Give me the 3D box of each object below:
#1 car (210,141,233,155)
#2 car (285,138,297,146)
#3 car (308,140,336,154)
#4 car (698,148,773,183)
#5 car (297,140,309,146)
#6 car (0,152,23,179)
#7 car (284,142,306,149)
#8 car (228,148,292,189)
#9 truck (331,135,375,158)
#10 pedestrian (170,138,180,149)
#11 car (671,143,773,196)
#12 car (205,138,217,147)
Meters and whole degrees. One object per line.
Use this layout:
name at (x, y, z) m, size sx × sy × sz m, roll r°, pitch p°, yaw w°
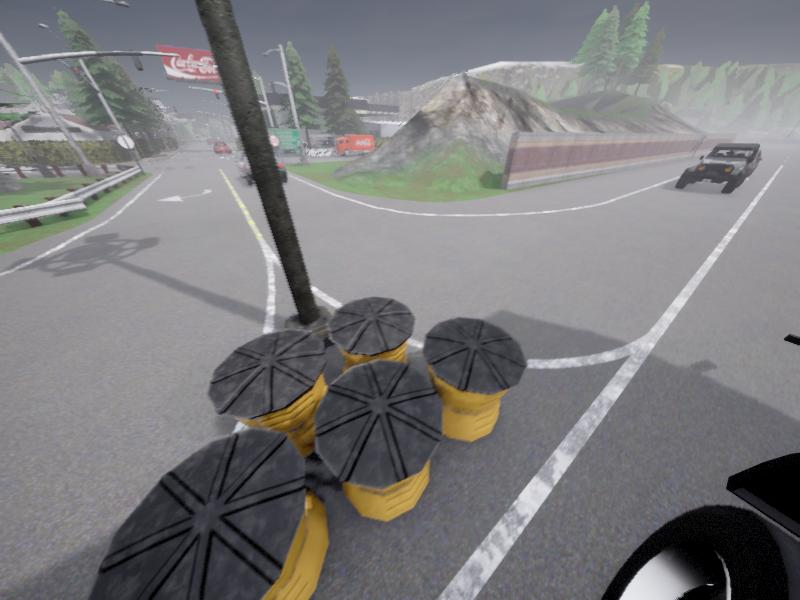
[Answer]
car at (-28.747, -24.438, 37.108) m, size 2.242 × 1.667 × 4.611 m, roll -21°, pitch 40°, yaw -29°
car at (-32.219, -46.514, 67.983) m, size 1.905 × 1.878 × 3.866 m, roll -23°, pitch 41°, yaw -28°
car at (-13.205, -26.120, 39.355) m, size 3.866 × 1.878 × 1.905 m, roll -23°, pitch 41°, yaw -28°
car at (20.576, -8.362, 14.186) m, size 3.705 × 1.549 × 1.789 m, roll -22°, pitch 41°, yaw -28°
car at (-29.154, -47.121, 69.305) m, size 1.970 × 1.475 × 3.806 m, roll -23°, pitch 41°, yaw -28°
car at (-30.196, -8.846, 15.415) m, size 4.792 × 1.488 × 2.163 m, roll -22°, pitch 41°, yaw -28°
car at (-26.463, -39.081, 58.317) m, size 4.718 × 1.301 × 1.895 m, roll -22°, pitch 41°, yaw -28°
car at (-8.037, -7.604, 13.069) m, size 2.038 × 1.542 × 4.974 m, roll -22°, pitch 41°, yaw -28°
truck at (-6.434, -21.316, 31.973) m, size 5.204 × 2.467 × 2.627 m, roll -19°, pitch 39°, yaw -25°
pedestrian at (-49.952, -34.705, 51.225) m, size 0.751 × 1.860 × 0.751 m, roll -17°, pitch 39°, yaw -22°
car at (15.745, -6.526, 11.343) m, size 3.866 × 1.878 × 1.905 m, roll -22°, pitch 41°, yaw -28°
car at (-56.522, -47.153, 69.045) m, size 2.150 × 2.045 × 5.566 m, roll -22°, pitch 41°, yaw -28°
